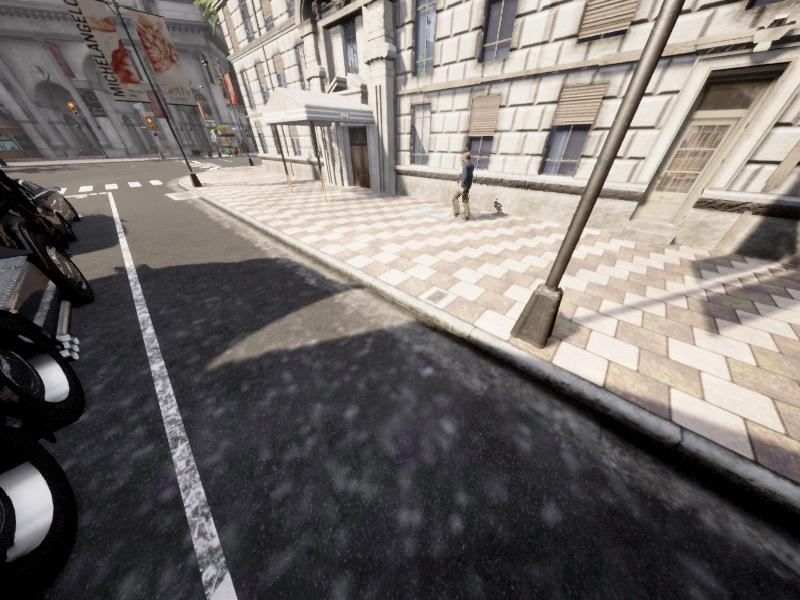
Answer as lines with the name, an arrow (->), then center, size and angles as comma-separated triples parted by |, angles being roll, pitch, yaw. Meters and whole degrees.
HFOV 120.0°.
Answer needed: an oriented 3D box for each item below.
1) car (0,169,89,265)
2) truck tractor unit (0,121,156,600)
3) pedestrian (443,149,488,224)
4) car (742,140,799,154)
car -> -10.634, -2.441, 6.256 | 4.902, 1.511, 2.128 | 28, 44, 34
truck tractor unit -> -4.848, -0.504, 1.069 | 6.516, 4.208, 3.053 | 28, 44, 34
pedestrian -> 1.883, -3.346, 6.846 | 0.751, 1.860, 0.751 | 29, 44, 35
car -> 63.312, -26.284, 39.584 | 1.932, 1.855, 4.605 | -15, 37, -20
